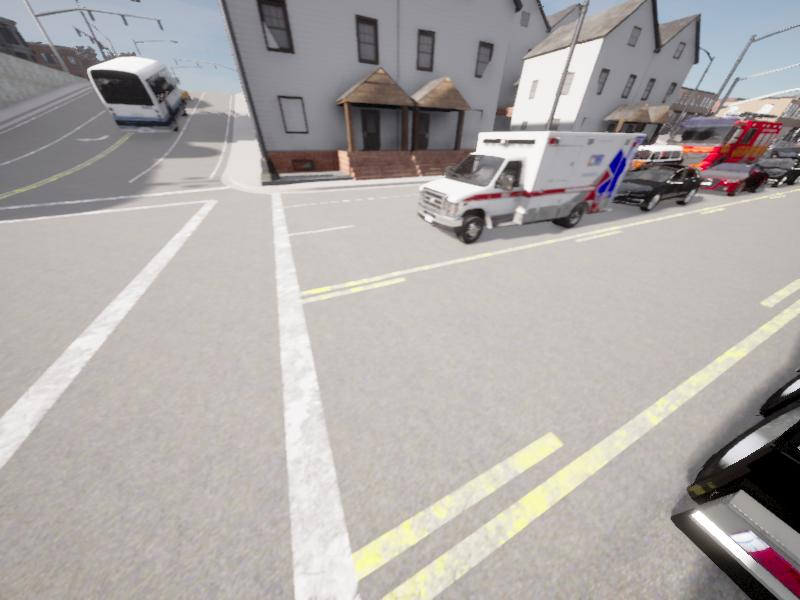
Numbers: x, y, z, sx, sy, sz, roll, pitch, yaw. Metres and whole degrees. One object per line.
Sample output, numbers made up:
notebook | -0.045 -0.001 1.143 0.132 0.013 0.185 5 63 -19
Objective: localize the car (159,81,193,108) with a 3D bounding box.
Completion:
car | -26.582 -24.601 27.605 1.801 1.575 5.366 -14 51 -21

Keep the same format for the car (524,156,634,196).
car | 9.566 -6.807 12.490 4.902 1.511 2.128 -14 38 -20

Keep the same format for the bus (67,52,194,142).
bus | -22.266 -18.014 20.300 3.944 4.253 10.273 -14 52 -20

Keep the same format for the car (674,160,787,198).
car | 17.618 -6.561 12.393 4.181 1.385 1.994 -13 37 -19

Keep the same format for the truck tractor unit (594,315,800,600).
truck tractor unit | 5.207 -0.190 0.642 6.516 4.208 3.053 -14 38 -20

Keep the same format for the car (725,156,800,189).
car | 23.632 -8.142 14.627 4.892 1.490 1.837 -14 38 -20

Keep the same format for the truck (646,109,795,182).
truck | 23.385 -11.242 17.006 8.468 3.827 2.891 -14 38 -20

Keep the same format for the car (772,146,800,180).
car | 32.163 -10.521 17.665 5.566 2.045 2.150 -14 38 -20

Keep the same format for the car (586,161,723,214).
car | 10.706 -4.882 9.786 4.892 1.490 1.837 -14 38 -20

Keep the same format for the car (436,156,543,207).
car | 3.916 -5.427 10.355 3.988 1.617 1.851 -14 38 -20

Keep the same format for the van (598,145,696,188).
van | 15.429 -8.504 14.537 4.480 2.038 2.069 -14 38 -20

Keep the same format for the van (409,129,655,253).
van | 3.686 -3.496 6.893 6.366 2.431 2.351 -14 38 -20
